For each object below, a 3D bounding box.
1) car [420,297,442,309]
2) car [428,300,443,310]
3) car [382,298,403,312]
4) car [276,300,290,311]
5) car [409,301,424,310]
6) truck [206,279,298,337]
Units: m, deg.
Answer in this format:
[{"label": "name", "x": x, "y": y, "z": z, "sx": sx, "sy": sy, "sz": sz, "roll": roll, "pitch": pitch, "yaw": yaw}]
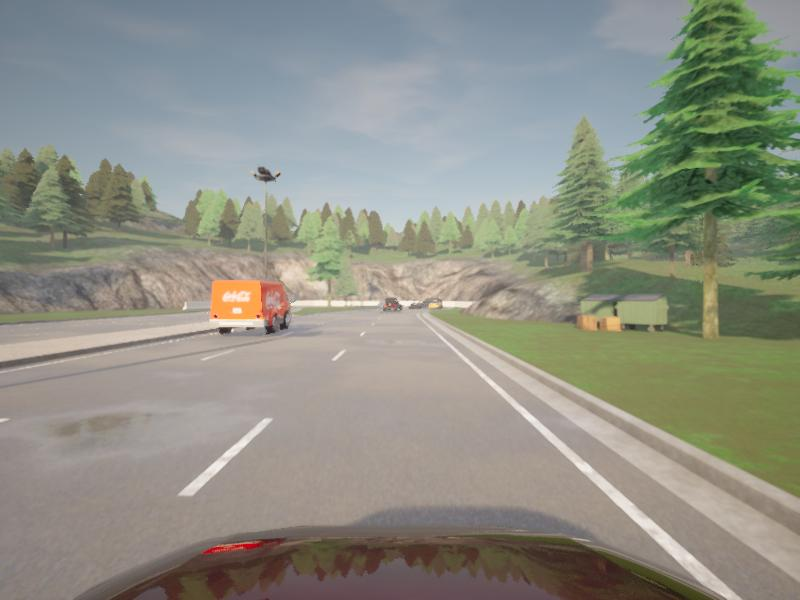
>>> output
[{"label": "car", "x": 5.776, "y": 0.551, "z": 76.113, "sx": 2.150, "sy": 2.045, "sz": 5.566, "roll": 0, "pitch": 0, "yaw": -19}, {"label": "car", "x": 6.002, "y": 0.783, "z": 67.368, "sx": 1.801, "sy": 1.575, "sz": 5.366, "roll": 0, "pitch": 0, "yaw": 12}, {"label": "car", "x": -0.950, "y": 0.631, "z": 55.026, "sx": 1.905, "sy": 1.878, "sz": 3.866, "roll": 0, "pitch": 0, "yaw": 15}, {"label": "car", "x": -18.097, "y": 0.825, "z": 61.879, "sx": 1.837, "sy": 1.490, "sz": 4.892, "roll": 0, "pitch": 0, "yaw": -13}, {"label": "car", "x": 2.841, "y": 0.851, "z": 68.682, "sx": 1.970, "sy": 1.475, "sz": 3.806, "roll": 0, "pitch": 0, "yaw": 10}, {"label": "truck", "x": -7.001, "y": 0.351, "z": 19.716, "sx": 2.627, "sy": 2.467, "sz": 5.204, "roll": 0, "pitch": 0, "yaw": 0}]
